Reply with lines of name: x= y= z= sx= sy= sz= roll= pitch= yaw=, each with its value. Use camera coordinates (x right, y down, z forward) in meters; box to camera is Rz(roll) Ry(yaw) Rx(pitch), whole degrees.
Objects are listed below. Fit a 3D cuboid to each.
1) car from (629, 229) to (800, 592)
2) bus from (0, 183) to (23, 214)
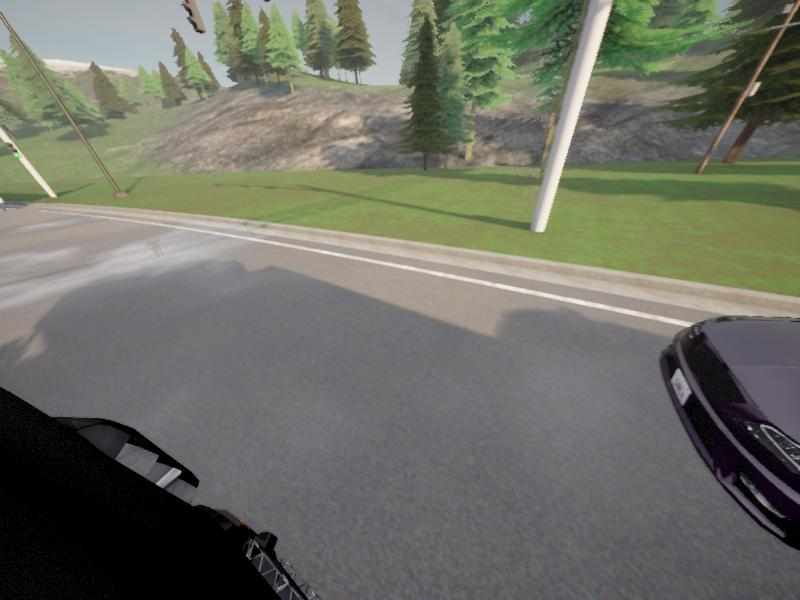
car: x=4.080 y=0.980 z=0.810 sx=4.193 sy=1.474 sz=1.816 roll=16 pitch=38 yaw=26
bus: x=-28.785 y=-7.131 z=13.111 sx=10.273 sy=4.253 sz=3.944 roll=9 pitch=32 yaw=17
